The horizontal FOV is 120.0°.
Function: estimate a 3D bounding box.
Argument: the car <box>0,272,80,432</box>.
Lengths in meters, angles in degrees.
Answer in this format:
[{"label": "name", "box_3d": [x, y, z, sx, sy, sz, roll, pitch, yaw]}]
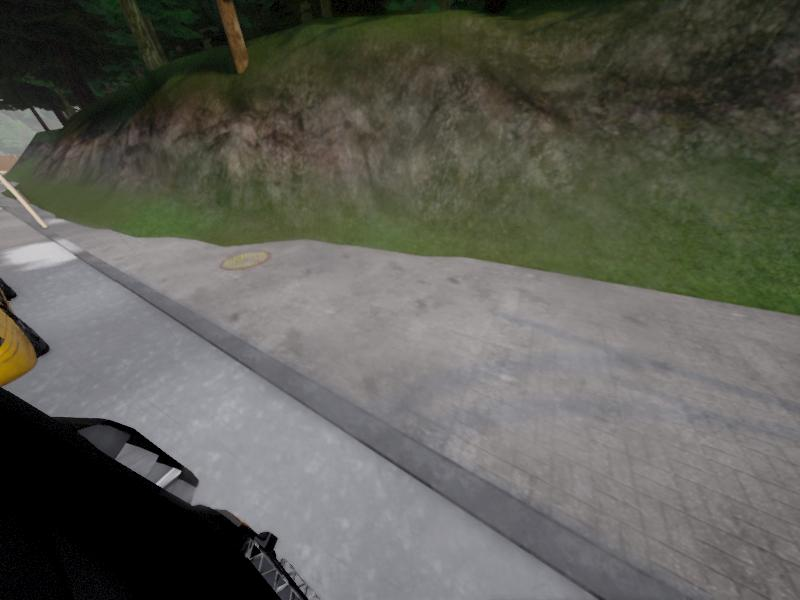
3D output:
[{"label": "car", "box_3d": [-6.372, 0.117, 2.663, 5.366, 1.575, 1.801, 16, 38, 26]}]
